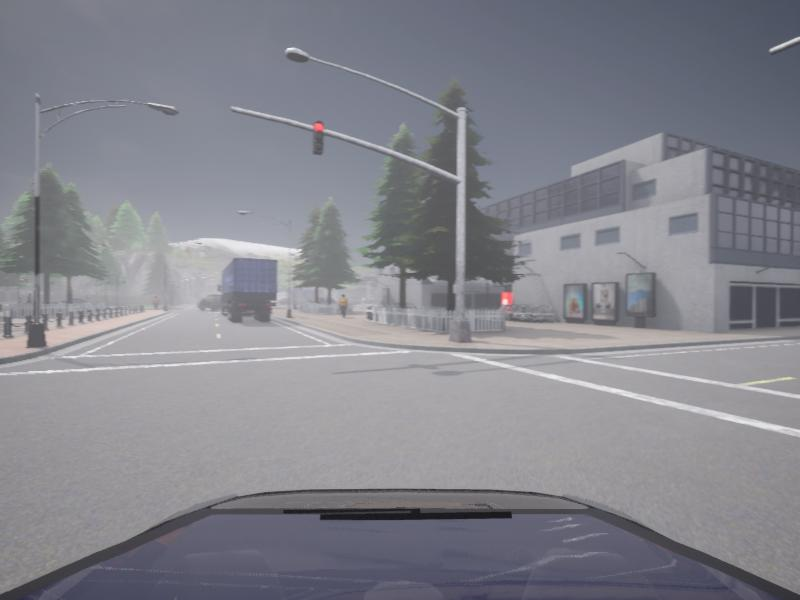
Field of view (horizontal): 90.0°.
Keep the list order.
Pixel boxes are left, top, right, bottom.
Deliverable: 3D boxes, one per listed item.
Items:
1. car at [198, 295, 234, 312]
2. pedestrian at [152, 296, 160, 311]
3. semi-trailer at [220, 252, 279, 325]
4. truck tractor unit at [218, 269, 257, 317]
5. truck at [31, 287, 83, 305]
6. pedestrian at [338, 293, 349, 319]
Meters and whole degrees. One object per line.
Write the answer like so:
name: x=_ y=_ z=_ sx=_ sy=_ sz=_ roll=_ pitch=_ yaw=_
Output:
car: x=-23.078 y=0.371 z=49.972 sx=5.566 sy=2.045 sz=2.150 roll=0 pitch=0 yaw=44
pedestrian: x=-29.657 y=0.403 z=48.548 sx=0.751 sy=1.860 sz=0.751 roll=0 pitch=0 yaw=-24
semi-trailer: x=-12.141 y=-0.710 z=31.199 sx=2.717 sy=4.402 sz=14.254 roll=0 pitch=0 yaw=-27
truck tractor unit: x=-15.684 y=-0.637 z=38.276 sx=3.053 sy=4.208 sz=6.516 roll=0 pitch=0 yaw=-26
truck: x=-76.031 y=-0.882 z=88.933 sx=8.468 sy=3.827 sz=2.891 roll=0 pitch=0 yaw=-34
pedestrian: x=-4.194 y=0.432 z=29.797 sx=0.751 sy=1.860 sz=0.751 roll=0 pitch=0 yaw=-11
